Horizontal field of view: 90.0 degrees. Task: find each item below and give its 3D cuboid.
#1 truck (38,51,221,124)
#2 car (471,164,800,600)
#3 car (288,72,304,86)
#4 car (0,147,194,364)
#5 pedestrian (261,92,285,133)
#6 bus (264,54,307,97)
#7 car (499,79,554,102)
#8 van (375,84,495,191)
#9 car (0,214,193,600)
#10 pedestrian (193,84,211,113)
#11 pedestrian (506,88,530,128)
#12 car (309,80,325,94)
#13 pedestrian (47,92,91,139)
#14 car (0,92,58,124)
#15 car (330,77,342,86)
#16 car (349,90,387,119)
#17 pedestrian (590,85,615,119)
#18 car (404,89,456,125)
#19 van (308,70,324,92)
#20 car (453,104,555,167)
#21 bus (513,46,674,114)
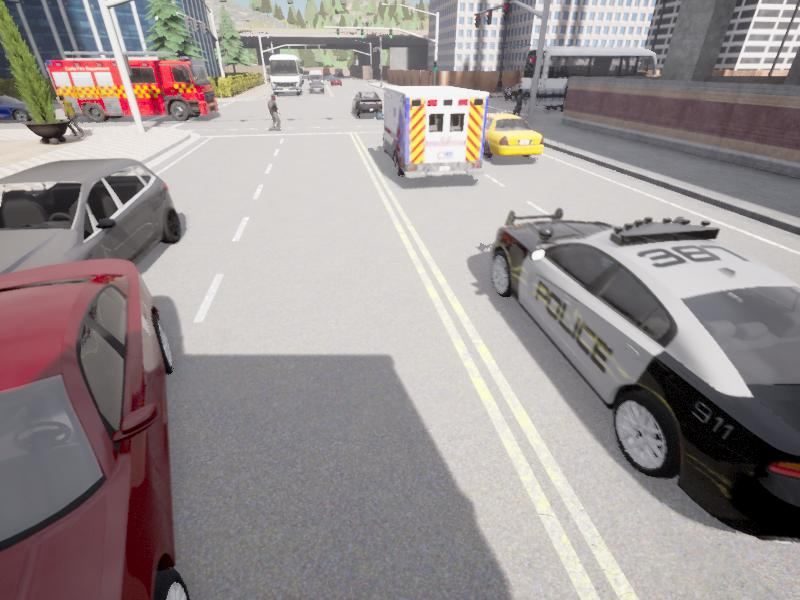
[{"bbox_3d":[-16.563,-13.504,25.366,8.468,3.827,2.891,-3,30,-5],"label":"truck"},{"bbox_3d":[2.663,-0.120,4.586,1.930,1.638,5.238,-5,31,-9],"label":"car"},{"bbox_3d":[-19.517,-41.529,75.105,2.150,2.045,5.566,-9,32,-15],"label":"car"},{"bbox_3d":[-5.271,-1.089,6.244,2.242,1.667,4.611,-5,30,-8],"label":"car"},{"bbox_3d":[-6.607,-9.809,20.923,0.751,1.860,0.751,0,30,1],"label":"pedestrian"},{"bbox_3d":[-13.934,-27.979,49.718,3.944,4.253,10.273,-5,31,-9],"label":"bus"},{"bbox_3d":[12.670,-21.116,40.276,4.605,1.855,1.932,-4,31,-7],"label":"car"},{"bbox_3d":[0.749,-5.789,13.515,2.351,2.431,6.366,-5,31,-9],"label":"van"},{"bbox_3d":[-2.790,0.974,2.821,1.882,1.535,5.008,-15,33,-24],"label":"car"},{"bbox_3d":[-14.776,-15.035,29.883,0.751,1.860,0.751,-17,34,-26],"label":"pedestrian"},{"bbox_3d":[6.350,-10.364,21.549,0.751,1.860,0.751,22,37,32],"label":"pedestrian"},{"bbox_3d":[-10.784,-27.578,51.810,1.812,1.442,4.674,-5,31,-9],"label":"car"},{"bbox_3d":[-14.948,-8.341,18.123,0.751,1.860,0.751,-4,30,-6],"label":"pedestrian"},{"bbox_3d":[-24.922,-11.957,24.911,4.856,1.649,2.033,-5,31,-9],"label":"car"},{"bbox_3d":[-11.830,-40.353,73.755,1.994,1.385,4.181,-5,31,-9],"label":"car"},{"bbox_3d":[-2.333,-13.972,28.436,2.128,1.511,4.902,-5,31,-9],"label":"car"},{"bbox_3d":[12.528,-12.267,24.799,0.751,1.860,0.751,0,30,-1],"label":"pedestrian"},{"bbox_3d":[1.780,-12.490,25.737,2.242,1.667,4.611,-5,31,-9],"label":"car"},{"bbox_3d":[-12.179,-31.898,58.123,1.988,2.561,5.915,-5,31,-9],"label":"van"},{"bbox_3d":[3.837,-6.729,15.959,1.801,1.575,5.366,-5,31,-9],"label":"car"},{"bbox_3d":[14.694,-17.135,31.108,10.273,4.253,3.944,-7,31,-11],"label":"bus"}]
